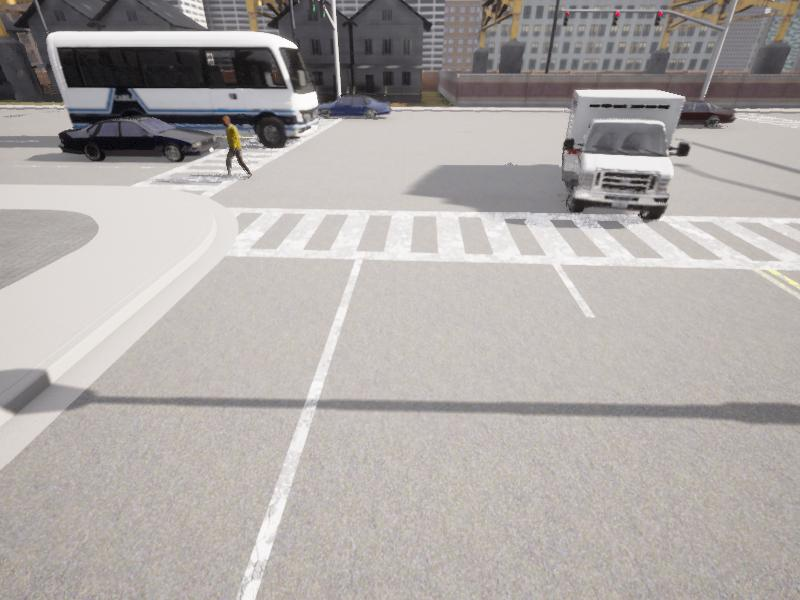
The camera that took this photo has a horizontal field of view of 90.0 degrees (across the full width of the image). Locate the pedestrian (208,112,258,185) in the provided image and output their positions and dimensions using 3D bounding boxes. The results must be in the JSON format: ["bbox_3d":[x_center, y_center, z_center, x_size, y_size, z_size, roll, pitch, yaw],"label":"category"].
[{"bbox_3d":[-4.873,-4.451,11.749,0.751,1.860,0.751,27,39,37],"label":"pedestrian"}]

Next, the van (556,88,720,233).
[{"bbox_3d":[5.684,-4.159,10.735,2.351,2.431,6.366,9,32,16],"label":"van"}]

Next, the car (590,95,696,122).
[{"bbox_3d":[15.656,-12.486,26.023,5.357,1.411,2.033,2,30,3],"label":"car"}]

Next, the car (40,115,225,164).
[{"bbox_3d":[-9.804,-6.087,15.061,5.357,1.411,2.033,1,30,2],"label":"car"}]

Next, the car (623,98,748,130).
[{"bbox_3d":[16.165,-10.706,22.973,5.357,1.411,2.033,2,30,3],"label":"car"}]

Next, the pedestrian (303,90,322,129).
[{"bbox_3d":[-4.857,-10.605,22.290,0.751,1.860,0.751,-11,32,-18],"label":"pedestrian"}]

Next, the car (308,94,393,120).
[{"bbox_3d":[-3.204,-12.985,26.876,5.357,1.411,2.033,2,30,3],"label":"car"}]

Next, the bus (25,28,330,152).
[{"bbox_3d":[-8.740,-9.125,17.430,10.273,4.253,3.944,2,30,2],"label":"bus"}]
